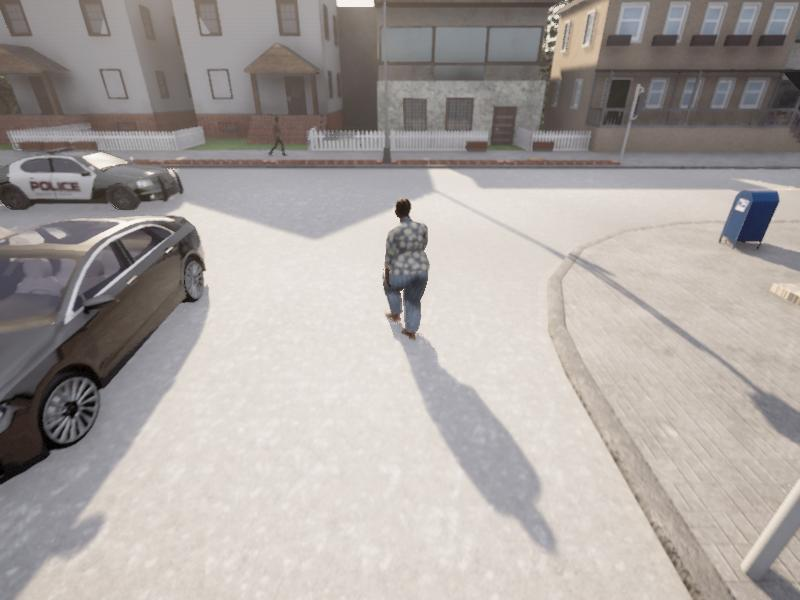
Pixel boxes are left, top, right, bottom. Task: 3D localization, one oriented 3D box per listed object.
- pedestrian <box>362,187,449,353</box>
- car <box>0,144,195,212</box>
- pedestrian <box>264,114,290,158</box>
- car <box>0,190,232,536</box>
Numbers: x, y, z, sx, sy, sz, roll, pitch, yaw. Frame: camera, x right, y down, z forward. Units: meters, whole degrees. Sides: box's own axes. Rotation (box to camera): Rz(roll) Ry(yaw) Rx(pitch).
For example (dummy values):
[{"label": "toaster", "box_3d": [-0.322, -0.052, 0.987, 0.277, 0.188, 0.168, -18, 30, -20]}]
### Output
[{"label": "pedestrian", "box_3d": [0.048, -0.388, 5.114, 0.751, 1.860, 0.751, -13, 30, -24]}, {"label": "car", "box_3d": [-9.114, -3.599, 11.653, 4.974, 1.542, 2.038, 0, 28, 0]}, {"label": "pedestrian", "box_3d": [-5.823, -7.787, 19.023, 0.751, 1.860, 0.751, 0, 28, -1]}, {"label": "car", "box_3d": [-4.019, 0.001, 4.797, 2.128, 1.511, 4.902, -2, 28, -3]}]
